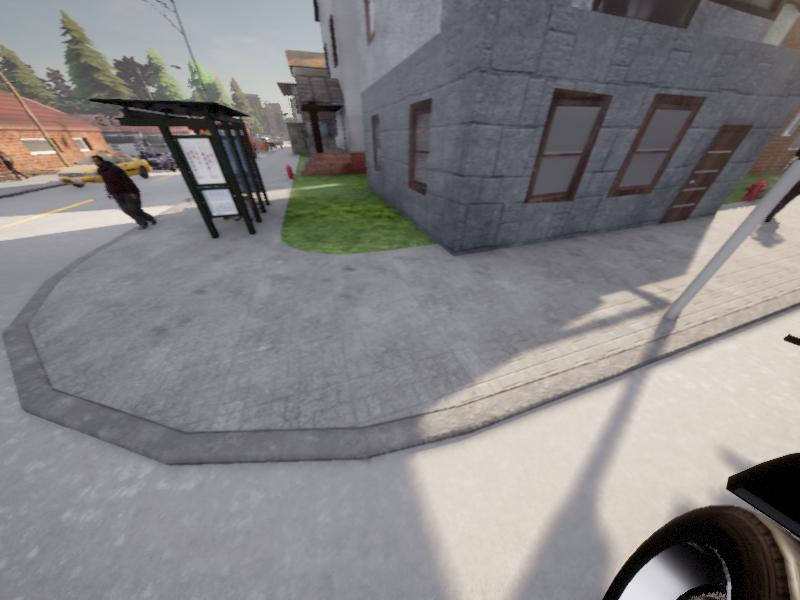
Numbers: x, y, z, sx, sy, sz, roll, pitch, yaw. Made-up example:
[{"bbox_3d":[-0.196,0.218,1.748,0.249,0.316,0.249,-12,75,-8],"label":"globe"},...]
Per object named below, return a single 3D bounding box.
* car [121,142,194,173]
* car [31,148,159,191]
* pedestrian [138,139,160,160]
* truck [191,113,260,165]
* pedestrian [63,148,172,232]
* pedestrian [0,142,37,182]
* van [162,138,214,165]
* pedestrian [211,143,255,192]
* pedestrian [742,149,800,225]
[{"bbox_3d":[-19.267,-11.647,18.729,2.097,1.767,4.553,-11,37,-15],"label":"car"},{"bbox_3d":[-16.959,-7.738,13.420,1.801,1.575,5.366,-10,37,-14],"label":"car"},{"bbox_3d":[-27.487,-16.531,25.330,0.751,1.860,0.751,-11,37,-15],"label":"pedestrian"},{"bbox_3d":[-17.624,-16.851,24.277,2.891,3.827,8.468,-11,37,-15],"label":"truck"},{"bbox_3d":[-7.138,-2.811,5.998,0.751,1.860,0.751,-2,36,-2],"label":"pedestrian"},{"bbox_3d":[-22.190,-7.783,13.037,0.751,1.860,0.751,-5,36,-7],"label":"pedestrian"},{"bbox_3d":[-21.323,-15.239,23.563,2.069,2.038,4.480,-11,37,-15],"label":"van"},{"bbox_3d":[-7.385,-5.901,10.335,0.751,1.860,0.751,-3,36,-3],"label":"pedestrian"},{"bbox_3d":[11.099,-3.191,6.488,0.751,1.860,0.751,-16,38,-21],"label":"pedestrian"}]
